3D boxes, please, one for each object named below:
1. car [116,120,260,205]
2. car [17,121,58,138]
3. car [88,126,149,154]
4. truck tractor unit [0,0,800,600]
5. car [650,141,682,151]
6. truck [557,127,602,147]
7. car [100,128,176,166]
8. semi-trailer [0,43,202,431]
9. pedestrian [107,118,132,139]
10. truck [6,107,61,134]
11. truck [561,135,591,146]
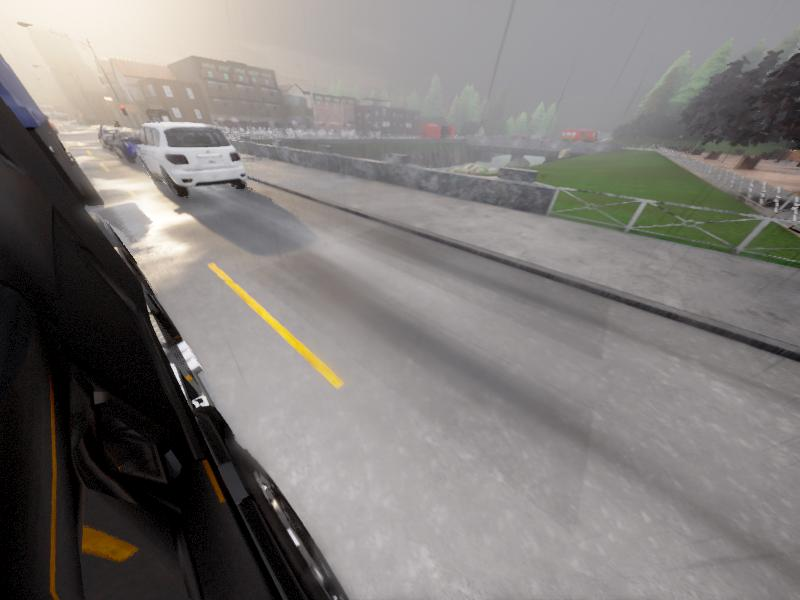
[{"bbox_3d":[-7.972,-5.371,8.652,5.566,2.045,2.150,28,43,30],"label":"car"},{"bbox_3d":[-39.381,-18.613,25.176,4.718,1.301,1.895,28,44,30],"label":"car"},{"bbox_3d":[-21.722,-12.389,17.796,5.357,1.411,2.033,28,44,30],"label":"car"},{"bbox_3d":[-2.645,-0.295,0.351,6.516,4.208,3.053,28,44,30],"label":"truck tractor unit"},{"bbox_3d":[64.427,-37.457,56.101,4.605,1.855,1.932,28,44,30],"label":"car"},{"bbox_3d":[48.073,-43.812,62.015,8.468,3.827,2.891,28,44,30],"label":"truck"},{"bbox_3d":[-15.727,-9.268,13.855,4.514,1.525,2.007,28,44,30],"label":"car"},{"bbox_3d":[-8.699,-3.593,4.243,14.254,4.402,2.717,28,44,30],"label":"semi-trailer"},{"bbox_3d":[-31.366,-19.161,25.872,0.751,1.860,0.751,5,37,4],"label":"pedestrian"},{"bbox_3d":[-45.570,-22.391,28.872,5.204,2.467,2.627,29,44,29],"label":"truck"},{"bbox_3d":[49.828,-45.300,65.560,6.274,2.098,2.390,28,44,30],"label":"truck"}]
